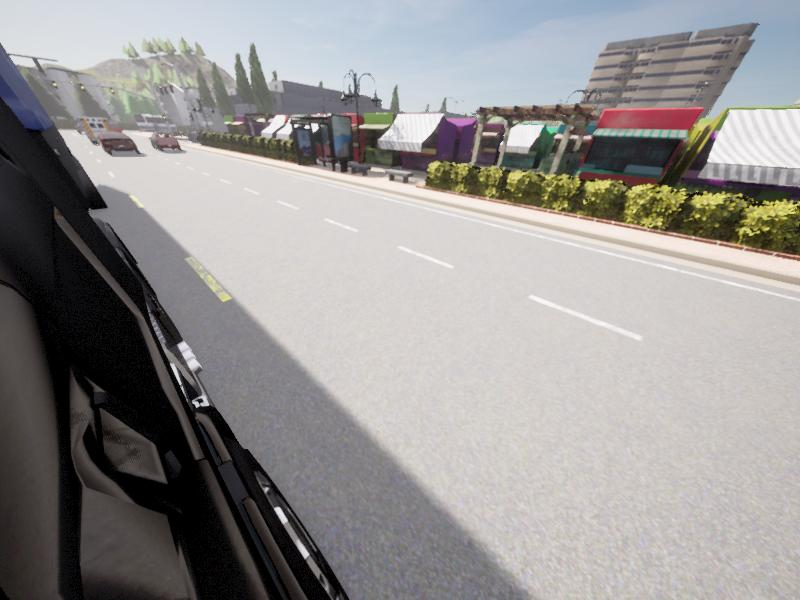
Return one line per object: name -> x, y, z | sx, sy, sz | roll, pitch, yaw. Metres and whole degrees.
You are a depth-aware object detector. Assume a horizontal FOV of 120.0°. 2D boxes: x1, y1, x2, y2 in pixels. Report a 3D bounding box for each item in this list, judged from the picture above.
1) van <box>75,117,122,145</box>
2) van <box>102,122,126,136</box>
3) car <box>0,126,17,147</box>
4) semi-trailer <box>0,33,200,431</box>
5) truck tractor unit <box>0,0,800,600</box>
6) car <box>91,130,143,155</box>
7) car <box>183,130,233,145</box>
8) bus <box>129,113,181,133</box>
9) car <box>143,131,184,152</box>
van -> -35.786, -20.080, 27.390 | 6.366, 2.431, 2.351 | 29, 43, 32
van -> -53.622, -31.995, 43.282 | 4.442, 1.987, 1.775 | 27, 42, 30
car -> -35.724, -14.193, 20.026 | 4.181, 1.385, 1.994 | 28, 43, 31
semi-trailer -> -8.674, -3.565, 4.333 | 14.254, 4.402, 2.717 | 28, 42, 31
truck tractor unit -> -2.645, -0.295, 0.351 | 6.516, 4.208, 3.053 | 28, 44, 30
car -> -23.763, -13.219, 19.352 | 5.008, 1.535, 1.882 | 28, 42, 31
car -> -28.425, -24.203, 34.407 | 2.152, 1.651, 5.027 | 21, 39, 24
bus -> -74.390, -53.959, 70.762 | 3.944, 4.253, 10.273 | 5, 35, 2
car -> -23.336, -15.667, 22.832 | 3.633, 1.501, 1.845 | 28, 42, 31
